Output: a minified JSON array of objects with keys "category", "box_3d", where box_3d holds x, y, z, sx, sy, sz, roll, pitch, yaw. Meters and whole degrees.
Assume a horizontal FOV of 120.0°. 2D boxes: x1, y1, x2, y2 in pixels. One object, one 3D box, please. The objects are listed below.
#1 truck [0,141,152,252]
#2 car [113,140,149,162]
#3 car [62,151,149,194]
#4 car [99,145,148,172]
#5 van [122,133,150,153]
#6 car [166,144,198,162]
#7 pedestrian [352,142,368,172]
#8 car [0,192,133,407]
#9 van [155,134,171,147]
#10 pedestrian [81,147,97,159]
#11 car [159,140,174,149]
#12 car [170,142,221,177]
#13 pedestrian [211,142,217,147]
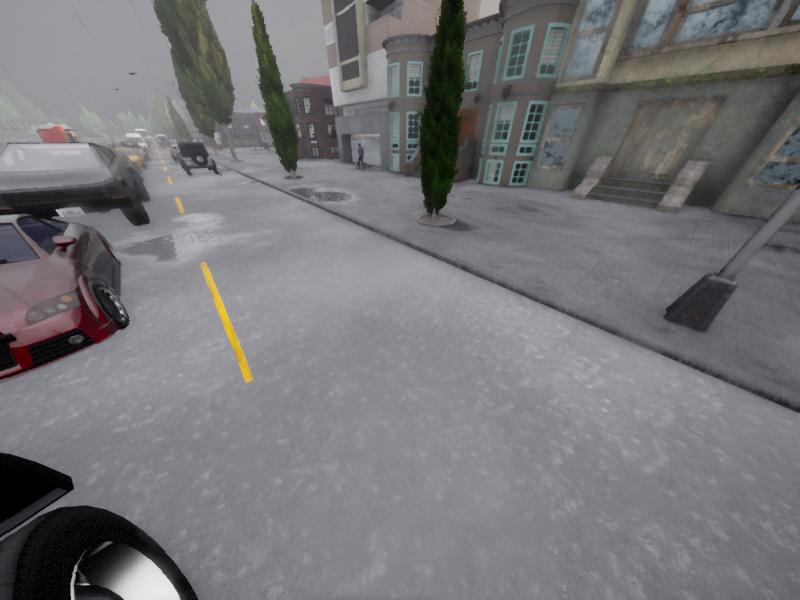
[{"category":"truck","box_3d":[-10.216,-3.817,7.437,2.390,2.098,6.274,-27,43,-33]},{"category":"car","box_3d":[-30.279,-16.996,26.181,1.932,1.855,4.605,-27,43,-33]},{"category":"car","box_3d":[-15.578,-7.122,12.598,2.128,1.511,4.902,-27,43,-33]},{"category":"car","box_3d":[-22.562,-11.770,19.082,1.801,1.575,5.366,-27,43,-33]},{"category":"van","box_3d":[-43.446,-25.986,38.234,1.988,2.561,5.915,-27,43,-33]},{"category":"car","box_3d":[-24.456,-16.480,25.839,1.970,1.475,3.806,-27,43,-33]},{"category":"pedestrian","box_3d":[-2.950,-10.627,17.151,0.751,1.860,0.751,-30,45,-35]},{"category":"car","box_3d":[-5.568,-0.321,3.170,1.994,1.385,4.181,-30,45,-35]},{"category":"van","box_3d":[-63.782,-42.941,62.142,1.988,2.561,5.915,-27,43,-33]},{"category":"pedestrian","box_3d":[-34.119,-16.106,25.348,0.500,1.100,0.500,-16,38,-21]},{"category":"car","box_3d":[-51.935,-34.688,51.397,1.789,1.549,3.705,-27,43,-33]},{"category":"car","box_3d":[-14.941,-10.357,16.859,1.905,1.878,3.866,-27,43,-33]},{"category":"pedestrian","box_3d":[-43.619,-36.418,54.113,0.500,1.100,0.500,26,42,31]}]
